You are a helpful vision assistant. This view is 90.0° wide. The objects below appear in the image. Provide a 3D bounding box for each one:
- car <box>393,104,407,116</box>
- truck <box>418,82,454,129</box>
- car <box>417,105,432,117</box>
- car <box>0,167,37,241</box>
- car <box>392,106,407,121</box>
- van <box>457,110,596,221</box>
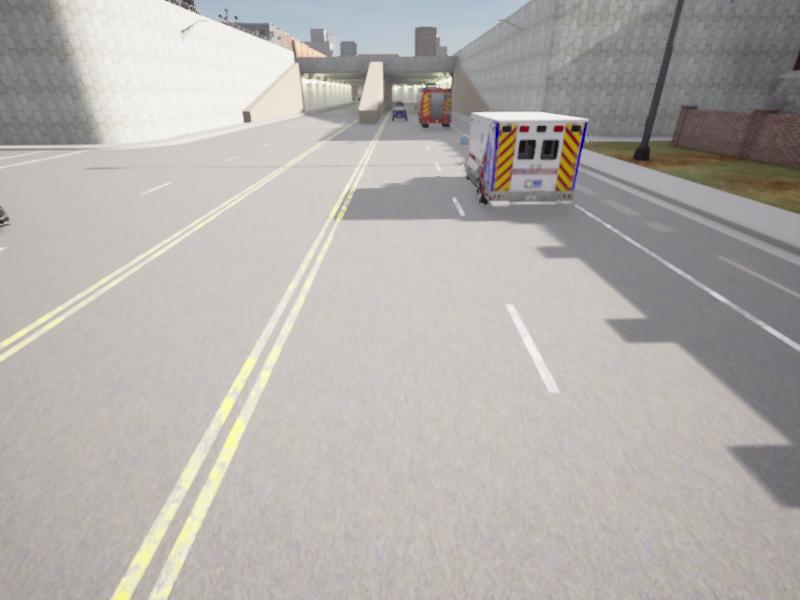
[{"bbox_3d":[-0.061,-28.795,60.636,2.033,1.411,5.357,0,27,0],"label":"car"},{"bbox_3d":[3.455,-19.948,40.875,2.891,3.827,8.468,0,27,0],"label":"truck"},{"bbox_3d":[3.438,-27.076,57.222,1.812,1.442,4.674,0,27,0],"label":"car"},{"bbox_3d":[-11.765,-2.160,9.233,4.902,1.511,2.128,5,28,10],"label":"car"},{"bbox_3d":[-0.054,-23.564,50.382,1.882,1.535,5.008,0,27,0],"label":"car"},{"bbox_3d":[3.482,-4.654,12.869,2.351,2.431,6.366,0,27,0],"label":"van"}]
